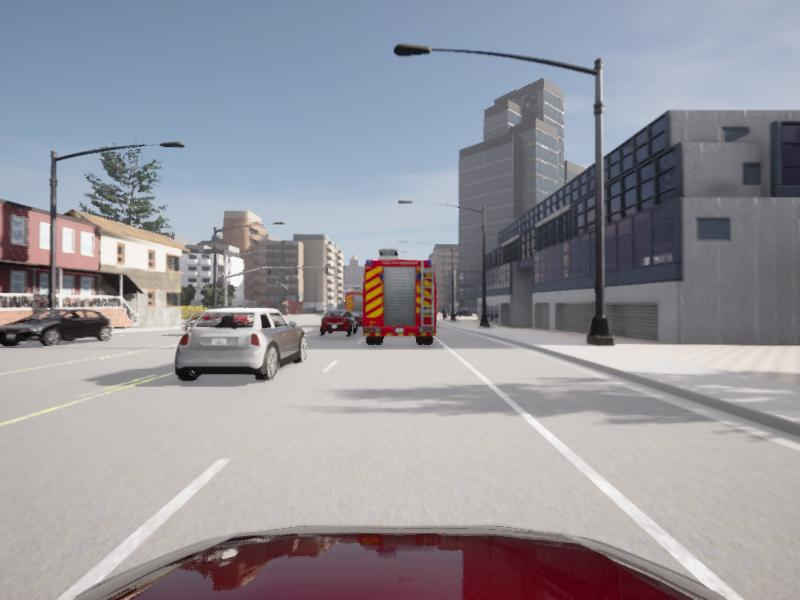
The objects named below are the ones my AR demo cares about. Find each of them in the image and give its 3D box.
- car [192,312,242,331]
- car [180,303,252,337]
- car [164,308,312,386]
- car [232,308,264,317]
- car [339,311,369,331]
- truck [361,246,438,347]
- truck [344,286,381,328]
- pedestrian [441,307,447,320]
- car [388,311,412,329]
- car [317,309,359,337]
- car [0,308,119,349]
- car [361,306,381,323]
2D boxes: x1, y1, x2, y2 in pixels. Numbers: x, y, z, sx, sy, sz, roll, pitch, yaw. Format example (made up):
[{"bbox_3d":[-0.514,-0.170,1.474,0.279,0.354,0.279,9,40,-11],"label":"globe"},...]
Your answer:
[{"bbox_3d":[-14.017,1.644,30.952,1.994,1.385,4.181,0,-2,0],"label":"car"},{"bbox_3d":[-10.512,1.136,23.301,2.097,1.767,4.553,0,-2,0],"label":"car"},{"bbox_3d":[-3.508,0.931,9.546,1.970,1.475,3.806,0,-1,0],"label":"car"},{"bbox_3d":[-27.845,2.319,73.426,5.027,1.651,2.152,0,-1,1],"label":"car"},{"bbox_3d":[-3.554,1.640,31.895,1.812,1.442,4.674,0,-2,0],"label":"car"},{"bbox_3d":[-0.009,-0.013,19.317,2.891,3.827,8.468,0,-2,0],"label":"truck"},{"bbox_3d":[-3.628,0.722,40.628,2.891,3.827,8.468,0,-2,0],"label":"truck"},{"bbox_3d":[5.956,1.826,54.493,0.751,1.860,0.751,0,-1,0],"label":"pedestrian"},{"bbox_3d":[-0.025,1.763,36.855,2.038,1.542,4.974,0,-2,0],"label":"car"},{"bbox_3d":[-3.514,1.304,23.508,1.816,1.474,4.193,0,-2,0],"label":"car"},{"bbox_3d":[-14.003,1.080,16.493,1.816,1.474,4.193,0,-2,0],"label":"car"},{"bbox_3d":[-3.612,1.823,50.963,2.150,2.045,5.566,0,-1,0],"label":"car"}]
